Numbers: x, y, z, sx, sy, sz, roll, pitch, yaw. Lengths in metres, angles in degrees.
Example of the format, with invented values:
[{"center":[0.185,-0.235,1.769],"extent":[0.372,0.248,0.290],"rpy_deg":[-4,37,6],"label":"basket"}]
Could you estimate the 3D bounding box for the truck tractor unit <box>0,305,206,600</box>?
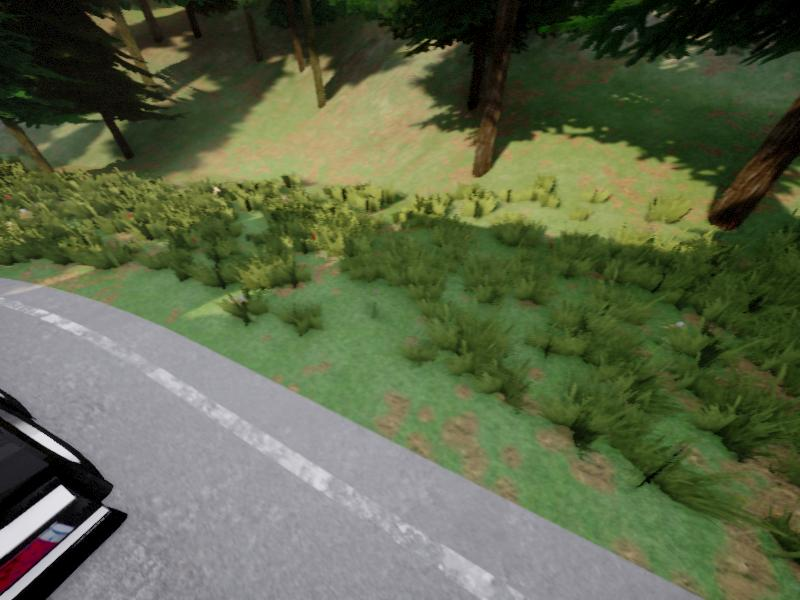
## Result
[{"center":[-5.237,-0.150,0.599],"extent":[6.516,4.208,3.053],"rpy_deg":[13,37,18],"label":"truck tractor unit"}]
